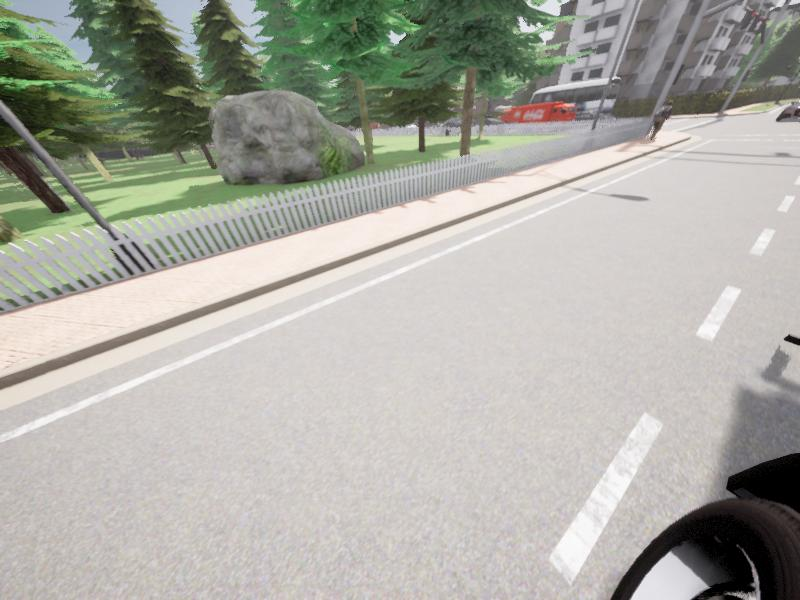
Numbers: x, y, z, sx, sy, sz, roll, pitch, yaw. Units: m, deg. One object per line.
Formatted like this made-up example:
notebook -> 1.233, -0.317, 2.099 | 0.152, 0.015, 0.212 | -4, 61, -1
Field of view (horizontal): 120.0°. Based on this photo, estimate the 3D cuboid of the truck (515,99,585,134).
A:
truck -> 15.683, -19.464, 24.668 | 2.627, 2.467, 5.204 | -25, 42, -23

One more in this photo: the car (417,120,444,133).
car -> 5.616, -32.056, 42.773 | 2.152, 1.651, 5.027 | -25, 42, -23

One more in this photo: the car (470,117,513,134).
car -> 11.723, -22.632, 30.020 | 1.837, 1.490, 4.892 | -25, 42, -23

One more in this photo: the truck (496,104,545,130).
truck -> 17.047, -26.140, 33.083 | 2.627, 2.467, 5.204 | -25, 42, -23

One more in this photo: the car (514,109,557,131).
car -> 16.665, -22.325, 28.697 | 1.905, 1.878, 3.866 | -25, 42, -23

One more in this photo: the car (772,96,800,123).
car -> 29.590, -13.887, 16.698 | 4.181, 1.385, 1.994 | -25, 42, -23

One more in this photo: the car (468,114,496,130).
car -> 13.393, -29.182, 37.912 | 1.905, 1.878, 3.866 | -25, 42, -23

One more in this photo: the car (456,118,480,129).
car -> 12.828, -33.440, 43.881 | 1.994, 1.385, 4.181 | -25, 42, -23

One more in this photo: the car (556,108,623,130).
car -> 19.981, -19.243, 24.641 | 2.128, 1.511, 4.902 | -25, 42, -23

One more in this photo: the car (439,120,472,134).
car -> 8.160, -25.800, 34.527 | 1.837, 1.490, 4.892 | -25, 42, -23

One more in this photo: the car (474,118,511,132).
car -> 13.173, -25.219, 33.330 | 1.895, 1.301, 4.718 | -25, 42, -23

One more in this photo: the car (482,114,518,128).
car -> 16.696, -30.081, 38.917 | 1.801, 1.575, 5.366 | -25, 42, -23

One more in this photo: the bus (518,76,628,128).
bus -> 22.157, -26.052, 30.889 | 3.944, 4.253, 10.273 | -25, 42, -23

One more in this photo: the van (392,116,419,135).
van -> 0.932, -32.602, 43.294 | 1.988, 2.561, 5.915 | -25, 43, -23

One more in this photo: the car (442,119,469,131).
car -> 10.038, -32.039, 42.282 | 1.882, 1.535, 5.008 | -25, 42, -23

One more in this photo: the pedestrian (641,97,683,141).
pedestrian -> 14.796, -10.211, 13.095 | 0.751, 1.860, 0.751 | -26, 42, -24
